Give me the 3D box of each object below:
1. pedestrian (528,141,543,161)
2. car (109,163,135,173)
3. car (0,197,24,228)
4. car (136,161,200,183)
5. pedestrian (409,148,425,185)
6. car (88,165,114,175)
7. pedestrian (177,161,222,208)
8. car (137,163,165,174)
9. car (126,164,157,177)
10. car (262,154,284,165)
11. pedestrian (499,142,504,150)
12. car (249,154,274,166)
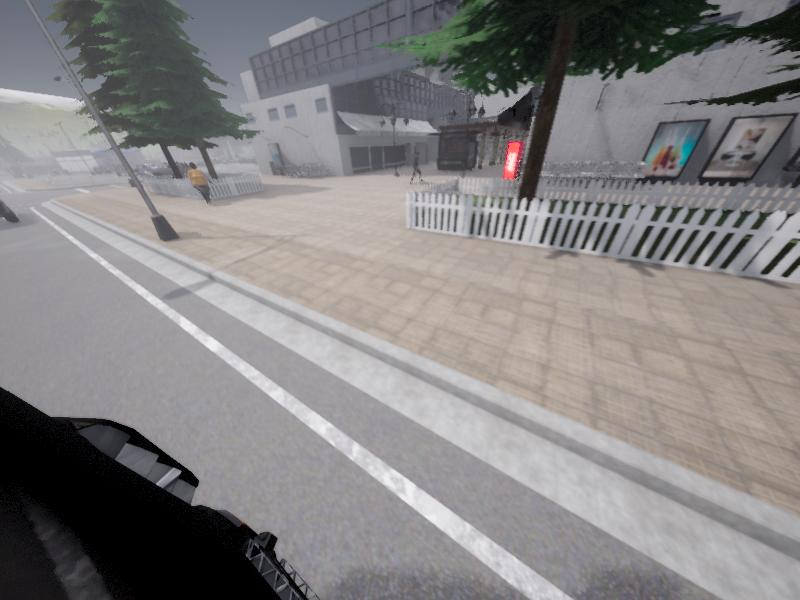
[{"bbox_3d":[15.105,-16.595,25.760,0.751,1.860,0.751,-6,34,-4],"label":"pedestrian"},{"bbox_3d":[-58.573,-27.781,48.688,5.027,1.636,2.152,18,39,28],"label":"car"},{"bbox_3d":[-19.726,-4.427,10.280,5.566,2.045,2.150,17,38,28],"label":"car"},{"bbox_3d":[-27.092,-15.146,27.165,1.932,1.855,4.605,18,39,28],"label":"car"},{"bbox_3d":[1.004,-8.071,14.025,0.751,1.860,0.751,-10,34,-11],"label":"pedestrian"},{"bbox_3d":[-60.222,-26.245,46.505,4.514,1.523,2.007,18,39,28],"label":"car"},{"bbox_3d":[-9.368,-5.423,10.847,0.751,1.860,0.751,20,40,31],"label":"pedestrian"},{"bbox_3d":[-42.958,-22.639,39.845,3.806,1.475,1.970,18,39,28],"label":"car"},{"bbox_3d":[-38.329,-19.212,34.298,3.633,1.501,1.845,18,39,28],"label":"car"},{"bbox_3d":[-26.969,-29.905,49.082,3.866,1.878,1.905,18,39,28],"label":"car"},{"bbox_3d":[28.937,-43.881,65.855,0.751,1.860,0.751,24,42,34],"label":"pedestrian"},{"bbox_3d":[-28.190,-28.374,46.896,4.605,1.855,1.932,18,39,28],"label":"car"}]
